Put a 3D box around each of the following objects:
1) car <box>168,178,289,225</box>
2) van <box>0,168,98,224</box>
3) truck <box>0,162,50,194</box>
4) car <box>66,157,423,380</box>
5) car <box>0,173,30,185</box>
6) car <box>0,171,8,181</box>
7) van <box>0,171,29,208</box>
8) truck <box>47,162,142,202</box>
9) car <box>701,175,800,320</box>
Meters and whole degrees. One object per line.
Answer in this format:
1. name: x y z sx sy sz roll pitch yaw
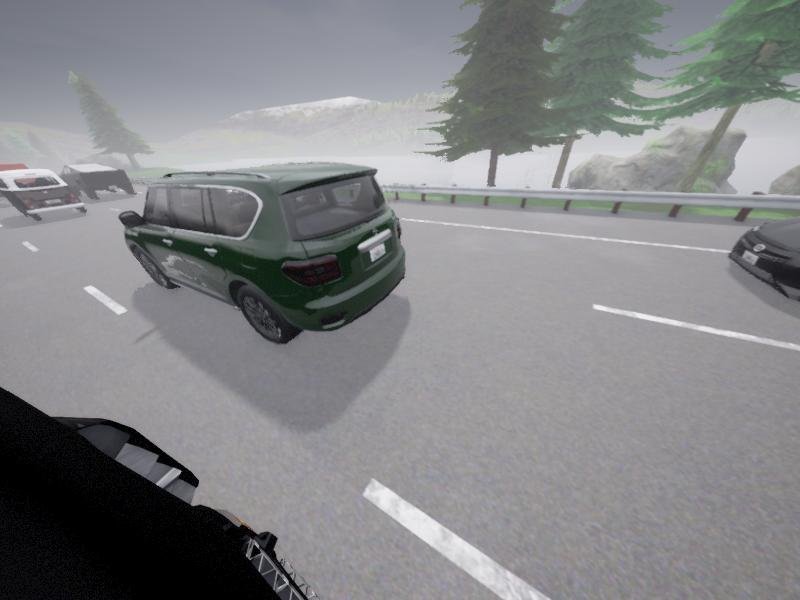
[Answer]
1. car: -7.315 -4.328 9.845 4.718 1.301 1.895 15 38 25
2. van: -17.981 -5.306 11.487 4.480 2.038 2.069 15 38 25
3. truck: -39.588 -12.171 23.106 5.204 2.467 2.627 7 35 14
4. car: -2.600 -1.138 4.010 5.566 2.045 2.150 15 38 25
5. car: -57.375 -17.910 34.171 4.718 1.301 1.895 15 38 25
6. car: -75.474 -23.052 42.803 4.605 1.855 1.932 15 38 25
7. van: -28.103 -7.208 15.147 4.480 2.038 2.069 8 35 15
8. truck: -22.362 -8.737 16.925 6.274 2.098 2.390 15 38 25
9. car: 7.549 -0.403 2.572 4.514 1.525 2.007 15 38 25
